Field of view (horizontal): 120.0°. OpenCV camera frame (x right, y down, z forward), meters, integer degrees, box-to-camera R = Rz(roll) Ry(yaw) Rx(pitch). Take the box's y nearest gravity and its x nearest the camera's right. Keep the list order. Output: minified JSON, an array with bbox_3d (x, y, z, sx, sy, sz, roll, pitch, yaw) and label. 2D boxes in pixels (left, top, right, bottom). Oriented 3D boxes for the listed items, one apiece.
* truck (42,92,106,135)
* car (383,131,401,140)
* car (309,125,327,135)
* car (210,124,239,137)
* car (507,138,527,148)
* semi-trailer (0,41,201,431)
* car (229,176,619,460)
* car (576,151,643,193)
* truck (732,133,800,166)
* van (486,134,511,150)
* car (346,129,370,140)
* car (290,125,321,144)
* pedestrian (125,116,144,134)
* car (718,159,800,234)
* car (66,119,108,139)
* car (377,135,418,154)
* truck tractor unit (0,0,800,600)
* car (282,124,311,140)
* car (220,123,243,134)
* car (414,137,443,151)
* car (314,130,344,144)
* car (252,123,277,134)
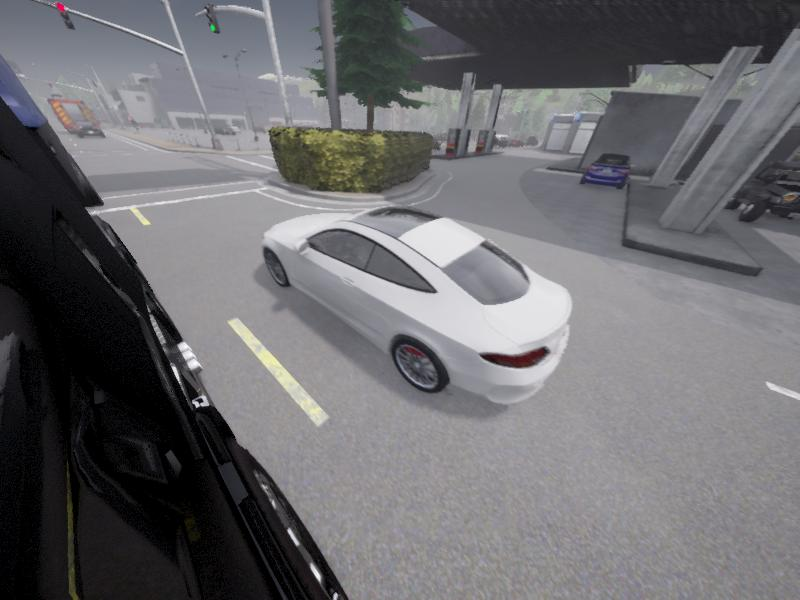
[{"bbox_3d":[-41.466,-23.518,29.366,8.468,3.827,2.891,28,44,30],"label":"truck"},{"bbox_3d":[-1.780,-36.473,51.115,3.633,1.501,1.845,28,43,30],"label":"car"},{"bbox_3d":[-19.862,-41.160,55.866,3.866,1.878,1.905,28,43,30],"label":"car"},{"bbox_3d":[-28.851,-27.906,37.945,4.514,1.523,2.007,28,43,30],"label":"car"},{"bbox_3d":[23.063,-30.928,45.504,2.007,1.525,4.514,28,44,30],"label":"car"},{"bbox_3d":[-8.710,-3.569,4.261,14.254,4.402,2.717,28,43,30],"label":"semi-trailer"},{"bbox_3d":[-0.222,-0.541,3.310,4.674,1.442,1.812,28,43,30],"label":"car"},{"bbox_3d":[12.948,-8.063,14.275,2.242,1.667,4.611,28,43,30],"label":"car"},{"bbox_3d":[60.180,-24.214,36.882,2.891,3.827,8.468,11,38,11],"label":"truck"},{"bbox_3d":[16.809,-26.872,39.264,2.069,2.038,4.480,28,44,30],"label":"van"},{"bbox_3d":[-8.207,-32.103,44.834,4.514,1.523,2.007,28,43,30],"label":"car"},{"bbox_3d":[-12.782,-22.434,31.244,3.866,1.878,1.905,28,43,30],"label":"car"},{"bbox_3d":[-35.694,-23.531,31.086,0.751,1.860,0.751,2,37,-1],"label":"pedestrian"},{"bbox_3d":[14.523,-3.986,8.636,1.905,1.878,3.866,28,43,30],"label":"car"},{"bbox_3d":[-34.684,-18.966,25.609,4.974,1.542,2.038,28,44,30],"label":"car"},{"bbox_3d":[-0.248,-18.361,27.164,2.033,1.649,4.856,28,44,30],"label":"car"},{"bbox_3d":[-2.645,-0.295,0.352,6.516,4.208,3.053,28,44,30],"label":"truck tractor unit"},{"bbox_3d":[-16.718,-27.061,37.228,4.605,1.855,1.932,28,43,30],"label":"car"},{"bbox_3d":[-31.915,-32.436,43.708,3.806,1.475,1.970,28,43,30],"label":"car"},{"bbox_3d":[3.823,-21.073,31.170,1.970,1.475,3.806,28,44,30],"label":"car"},{"bbox_3d":[-10.196,-23.424,33.203,3.806,1.475,1.970,28,43,30],"label":"car"},{"bbox_3d":[-28.053,-35.459,47.860,5.027,1.636,2.152,28,43,30],"label":"car"}]
